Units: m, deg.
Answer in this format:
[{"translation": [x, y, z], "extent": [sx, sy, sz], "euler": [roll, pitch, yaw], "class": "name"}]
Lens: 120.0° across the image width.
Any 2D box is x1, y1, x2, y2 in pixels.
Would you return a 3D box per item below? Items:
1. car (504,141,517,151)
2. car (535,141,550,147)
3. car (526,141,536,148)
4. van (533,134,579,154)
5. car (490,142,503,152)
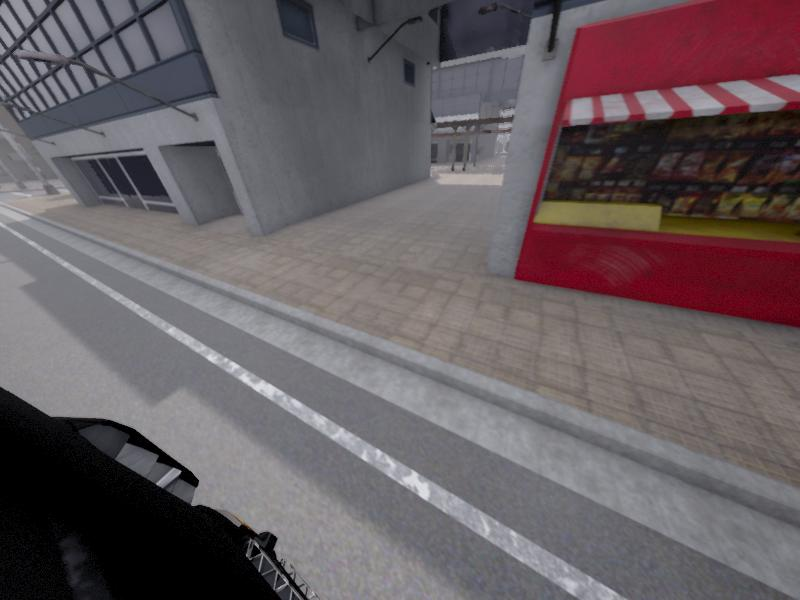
[{"translation": [25.553, -35.594, 53.383], "extent": [1.905, 1.878, 3.866], "euler": [14, 37, 24], "class": "car"}, {"translation": [48.848, -53.504, 79.176], "extent": [3.988, 1.617, 1.851], "euler": [14, 37, 24], "class": "car"}, {"translation": [36.983, -43.837, 65.257], "extent": [2.007, 1.523, 4.514], "euler": [14, 37, 24], "class": "car"}, {"translation": [26.477, -26.629, 39.600], "extent": [5.915, 2.561, 1.988], "euler": [14, 37, 24], "class": "van"}, {"translation": [22.789, -36.012, 54.275], "extent": [1.932, 1.855, 4.605], "euler": [14, 37, 24], "class": "car"}]
